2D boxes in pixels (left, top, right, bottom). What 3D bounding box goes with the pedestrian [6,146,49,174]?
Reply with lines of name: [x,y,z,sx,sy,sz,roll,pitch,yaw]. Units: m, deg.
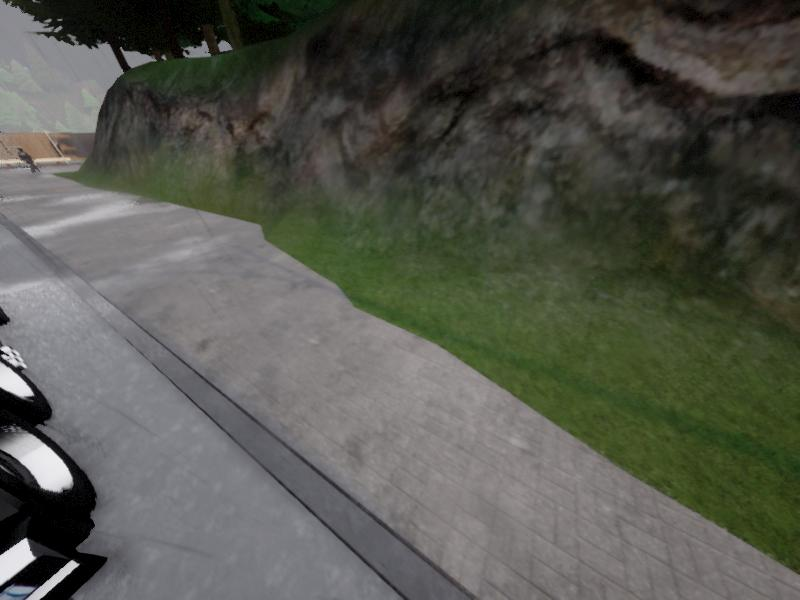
pedestrian: [-29.527,-11.104,18.369,0.751,1.860,0.751,-10,36,-13]

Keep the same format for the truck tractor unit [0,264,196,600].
truck tractor unit: [-5.111,-0.301,0.783,6.516,4.208,3.053,18,39,24]
